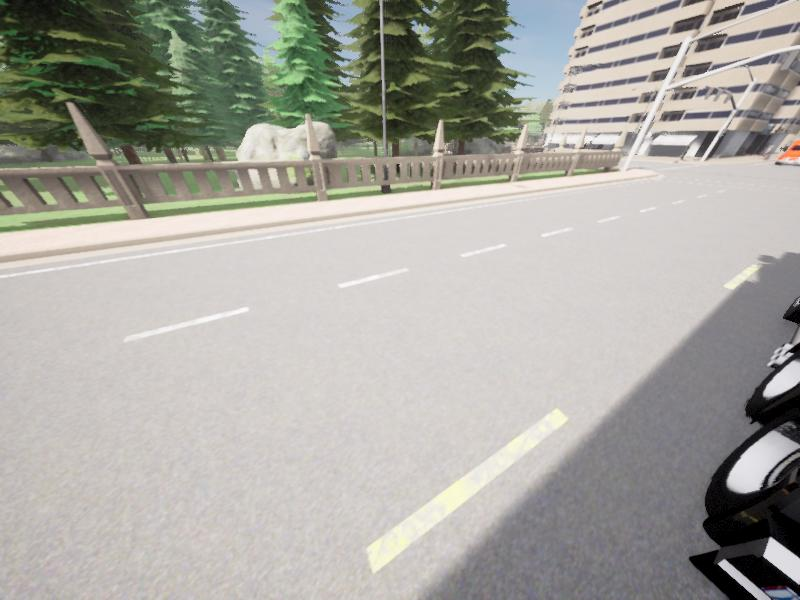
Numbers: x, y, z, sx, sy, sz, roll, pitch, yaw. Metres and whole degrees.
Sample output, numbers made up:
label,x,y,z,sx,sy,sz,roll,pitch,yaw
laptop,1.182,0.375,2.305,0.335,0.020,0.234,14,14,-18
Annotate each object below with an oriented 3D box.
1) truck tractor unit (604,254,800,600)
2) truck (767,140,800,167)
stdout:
label,x,y,z,sx,sy,sz,roll,pitch,yaw
truck tractor unit,5.093,-0.318,0.805,6.516,4.208,3.053,-19,39,-25
truck,45.178,-16.488,25.930,5.204,2.467,2.627,-17,38,-23
